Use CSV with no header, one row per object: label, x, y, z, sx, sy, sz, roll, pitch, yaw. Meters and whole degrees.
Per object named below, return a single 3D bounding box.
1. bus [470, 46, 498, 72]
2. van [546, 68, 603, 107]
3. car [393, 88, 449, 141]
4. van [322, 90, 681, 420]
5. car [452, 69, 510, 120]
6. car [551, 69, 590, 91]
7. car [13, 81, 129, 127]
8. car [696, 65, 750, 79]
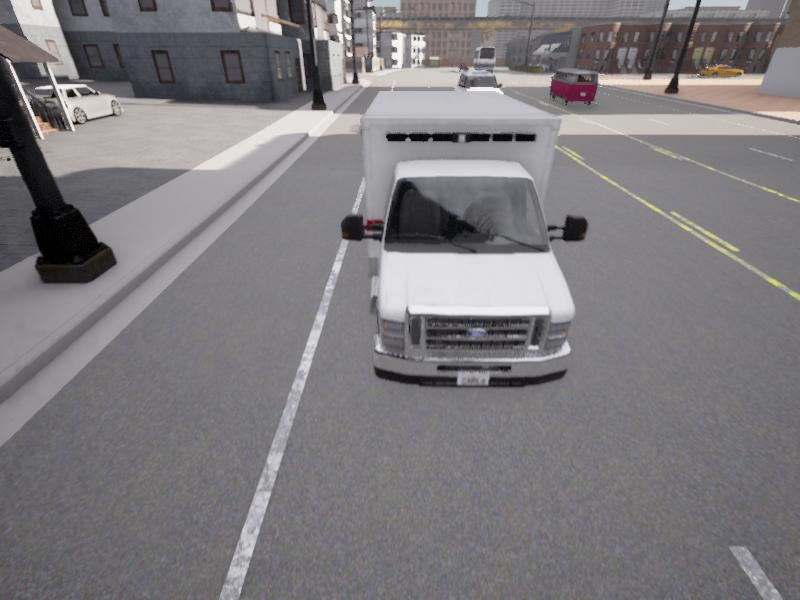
bus,16.670,-48.205,80.195,3.944,4.253,10.273,2,31,3
van,11.445,-14.214,26.644,1.775,1.987,4.442,0,32,1
car,0.838,-8.436,17.954,2.128,1.511,4.902,0,32,1
van,0.695,-1.535,5.978,2.351,2.431,6.366,0,31,1
car,4.400,-11.776,22.732,2.150,2.045,5.566,0,33,1
car,15.054,-19.559,35.559,1.845,1.501,3.633,0,32,1
car,-14.635,-8.950,18.148,1.970,1.475,3.806,0,32,1
car,42.502,-30.115,52.739,5.008,1.535,1.882,1,31,2
